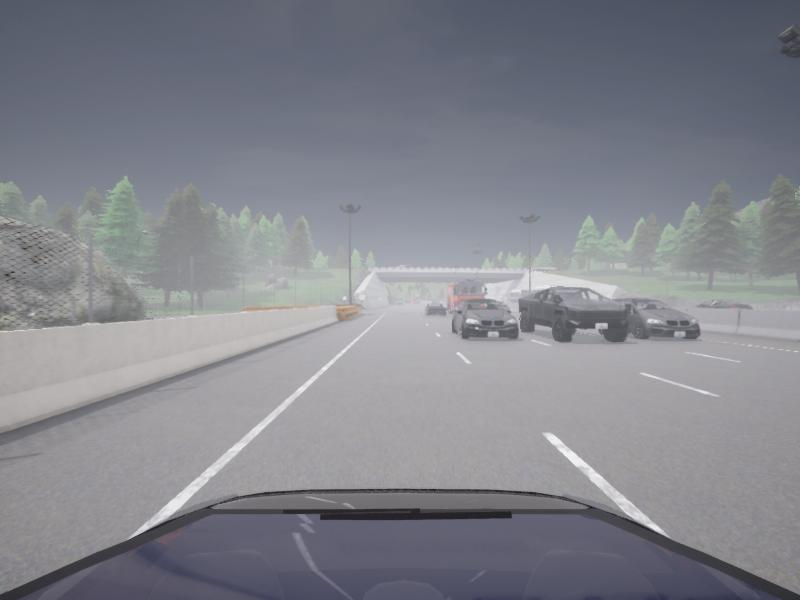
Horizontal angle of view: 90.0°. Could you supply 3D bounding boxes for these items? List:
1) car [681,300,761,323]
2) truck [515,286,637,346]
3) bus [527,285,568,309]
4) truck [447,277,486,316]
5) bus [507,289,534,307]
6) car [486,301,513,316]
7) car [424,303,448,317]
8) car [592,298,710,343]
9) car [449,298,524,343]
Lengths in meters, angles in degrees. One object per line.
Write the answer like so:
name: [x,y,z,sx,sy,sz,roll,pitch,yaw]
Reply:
car: [24.500,0.793,30.864,2.152,1.651,5.027,0,0,0]
truck: [7.000,0.549,16.985,2.390,2.098,6.274,0,0,0]
bus: [27.881,-0.508,76.328,3.944,4.253,10.273,0,0,0]
truck: [6.997,-0.304,43.338,2.891,3.827,8.468,0,0,0]
bus: [31.381,-0.497,104.865,3.944,4.253,10.273,0,0,0]
car: [10.500,0.871,42.650,1.816,1.474,4.193,0,0,0]
car: [3.499,0.960,39.576,1.895,1.301,4.718,0,0,0]
car: [10.502,0.763,17.279,2.242,1.667,4.611,0,0,0]
car: [3.499,0.763,17.249,2.242,1.667,4.611,0,0,0]
